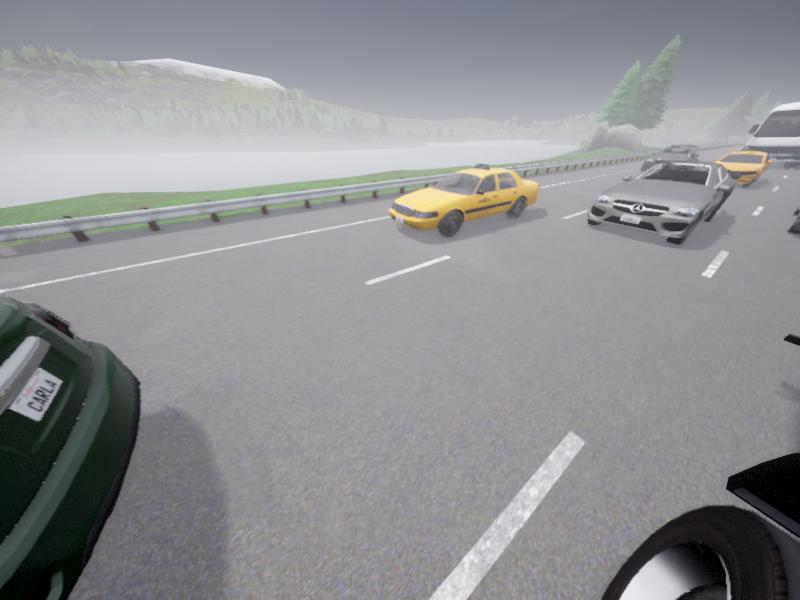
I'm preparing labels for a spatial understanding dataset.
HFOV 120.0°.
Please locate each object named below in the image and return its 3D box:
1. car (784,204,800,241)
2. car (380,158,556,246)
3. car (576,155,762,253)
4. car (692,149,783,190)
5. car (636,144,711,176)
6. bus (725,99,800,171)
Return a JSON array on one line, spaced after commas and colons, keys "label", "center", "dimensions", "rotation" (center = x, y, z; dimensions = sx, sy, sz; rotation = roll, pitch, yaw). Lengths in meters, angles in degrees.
[{"label": "car", "center": [12.592, -2.597, 5.908], "dimensions": [4.553, 1.767, 2.097], "rotation": [-22, 40, -27]}, {"label": "car", "center": [2.213, -3.294, 7.157], "dimensions": [5.366, 1.575, 1.801], "rotation": [-22, 41, -27]}, {"label": "car", "center": [7.945, -3.133, 6.849], "dimensions": [5.027, 1.651, 2.152], "rotation": [-22, 41, -27]}, {"label": "car", "center": [18.653, -7.330, 12.767], "dimensions": [5.008, 1.535, 1.882], "rotation": [-22, 41, -27]}, {"label": "car", "center": [19.983, -10.354, 16.914], "dimensions": [4.611, 1.667, 2.242], "rotation": [-21, 40, -27]}, {"label": "bus", "center": [32.615, -13.815, 19.468], "dimensions": [10.273, 4.253, 3.944], "rotation": [-23, 40, -29]}]
